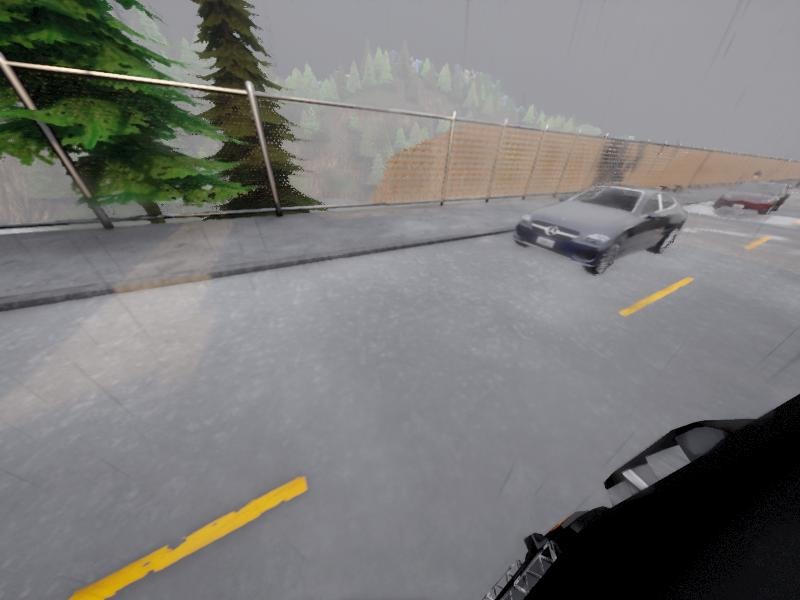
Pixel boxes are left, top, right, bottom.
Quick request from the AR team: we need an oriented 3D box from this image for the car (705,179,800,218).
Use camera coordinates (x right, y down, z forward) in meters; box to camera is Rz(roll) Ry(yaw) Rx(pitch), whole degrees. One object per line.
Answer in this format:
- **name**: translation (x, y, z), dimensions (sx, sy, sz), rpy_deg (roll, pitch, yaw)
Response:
- **car**: translation (20.418, -5.936, 13.251), dimensions (4.792, 1.488, 2.163), rpy_deg (-14, 37, -25)

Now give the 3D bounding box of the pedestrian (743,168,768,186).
- **pedestrian**: translation (44.251, -15.319, 28.771), dimensions (0.751, 1.860, 0.751), rpy_deg (-14, 37, -24)

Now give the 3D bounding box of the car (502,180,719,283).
- **car**: translation (5.581, -2.157, 6.218), dimensions (5.027, 1.651, 2.152), rpy_deg (-14, 37, -25)
